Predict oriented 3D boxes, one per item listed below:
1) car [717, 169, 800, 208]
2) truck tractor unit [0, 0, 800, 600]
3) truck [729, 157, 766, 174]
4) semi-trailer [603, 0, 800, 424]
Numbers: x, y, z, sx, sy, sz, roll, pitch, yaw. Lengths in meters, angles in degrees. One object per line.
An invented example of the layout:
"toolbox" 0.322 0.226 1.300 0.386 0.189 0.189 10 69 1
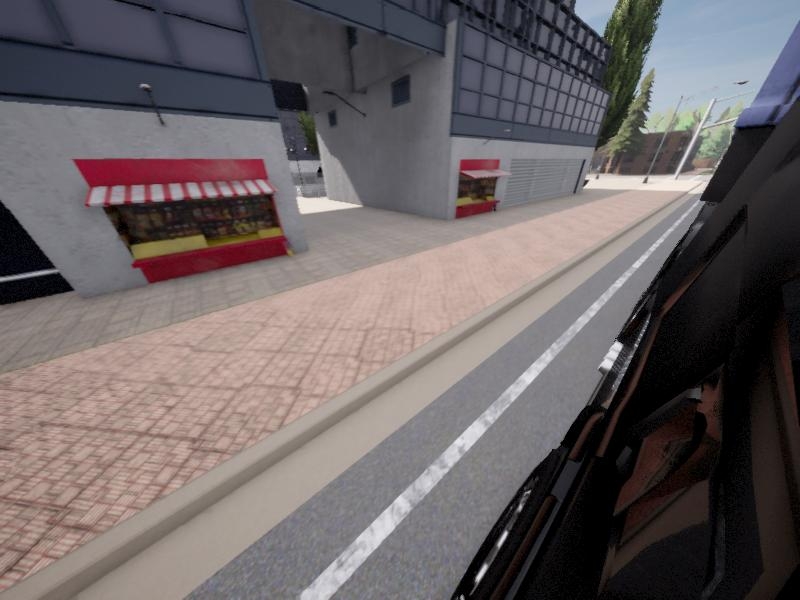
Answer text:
"car" 20.833 -6.675 13.578 5.238 1.638 1.930 -23 36 -32
"truck tractor unit" 2.645 -0.295 0.351 6.516 4.208 3.053 -28 44 -30
"truck" 59.209 -22.970 39.441 5.204 2.467 2.627 -23 36 -32
"semi-trailer" 8.832 -2.996 4.720 14.254 4.402 2.717 -21 34 -34
